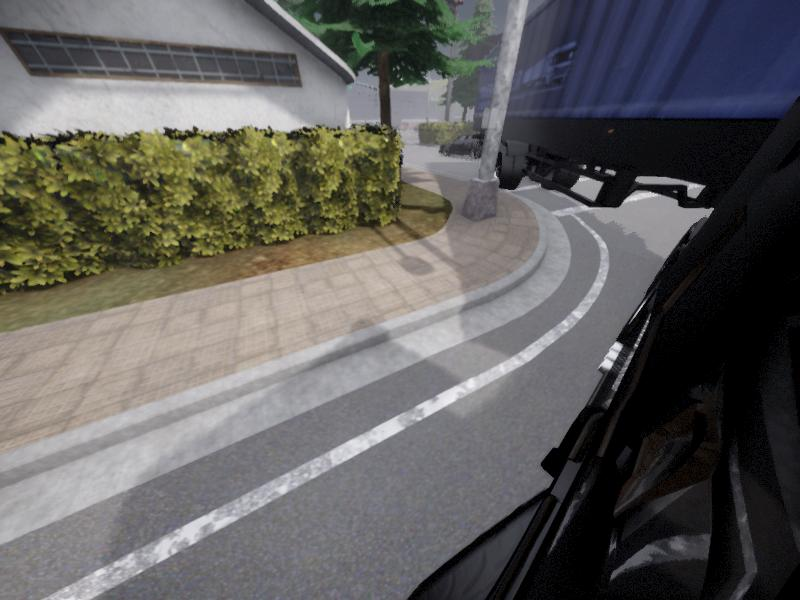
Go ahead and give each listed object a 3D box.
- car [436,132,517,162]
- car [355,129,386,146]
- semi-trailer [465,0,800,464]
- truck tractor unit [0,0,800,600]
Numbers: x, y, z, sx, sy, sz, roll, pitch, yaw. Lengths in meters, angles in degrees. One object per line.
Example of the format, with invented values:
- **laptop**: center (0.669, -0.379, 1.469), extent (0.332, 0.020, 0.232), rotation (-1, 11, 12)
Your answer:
- **car**: center (4.900, -10.549, 15.840), extent (2.033, 1.411, 5.357), rotation (-18, 38, -22)
- **car**: center (-3.747, -20.494, 29.037), extent (2.128, 1.511, 4.902), rotation (-18, 41, -21)
- **semi-trailer**: center (4.506, -4.874, 5.900), extent (2.717, 4.402, 14.254), rotation (2, 39, 3)
- **truck tractor unit**: center (2.645, -0.295, 0.351), extent (6.516, 4.208, 3.053), rotation (-28, 43, -30)
